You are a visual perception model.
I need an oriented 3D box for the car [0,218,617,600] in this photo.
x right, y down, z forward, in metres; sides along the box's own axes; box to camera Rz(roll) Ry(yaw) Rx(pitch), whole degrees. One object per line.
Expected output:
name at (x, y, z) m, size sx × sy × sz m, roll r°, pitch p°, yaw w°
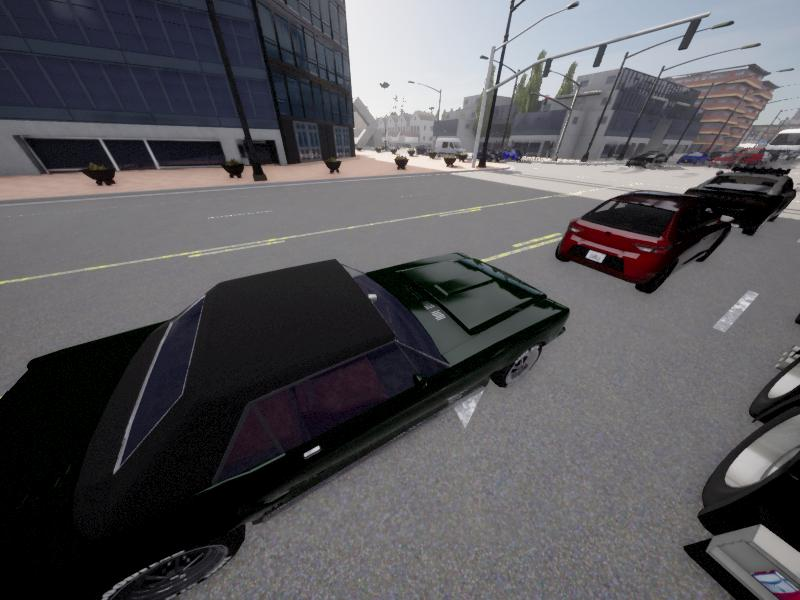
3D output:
car at (-0.486, 0.415, 2.264) m, size 4.718 × 1.301 × 1.895 m, roll -18°, pitch 39°, yaw -24°

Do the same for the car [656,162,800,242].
car at (11.381, -3.492, 7.708) m, size 5.238 × 1.638 × 1.930 m, roll -18°, pitch 39°, yaw -24°

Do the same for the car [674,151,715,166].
car at (39.480, -19.014, 30.983) m, size 5.008 × 1.535 × 1.882 m, roll -17°, pitch 38°, yaw -24°

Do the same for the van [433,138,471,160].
van at (7.758, -23.165, 35.290) m, size 1.988 × 2.561 × 5.915 m, roll -17°, pitch 38°, yaw -24°

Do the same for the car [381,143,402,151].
car at (-2.181, -39.223, 59.296) m, size 4.974 × 1.542 × 2.038 m, roll -18°, pitch 39°, yaw -26°

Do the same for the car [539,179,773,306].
car at (5.384, -1.535, 4.957) m, size 4.193 × 1.474 × 1.816 m, roll -18°, pitch 39°, yaw -24°

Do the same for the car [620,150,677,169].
car at (27.532, -15.595, 25.640) m, size 5.238 × 1.638 × 1.930 m, roll -13°, pitch 37°, yaw -20°

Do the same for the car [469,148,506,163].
car at (11.379, -18.976, 30.233) m, size 1.816 × 1.474 × 4.193 m, roll -17°, pitch 38°, yaw -24°

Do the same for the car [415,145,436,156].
car at (4.435, -26.085, 40.340) m, size 1.845 × 1.501 × 3.633 m, roll -17°, pitch 39°, yaw -25°

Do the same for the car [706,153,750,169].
car at (38.811, -16.469, 27.357) m, size 4.674 × 1.442 × 1.812 m, roll -17°, pitch 39°, yaw -24°

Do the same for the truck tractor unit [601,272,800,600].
truck tractor unit at (5.122, -0.289, 0.764) m, size 6.516 × 4.208 × 3.053 m, roll -18°, pitch 39°, yaw -24°

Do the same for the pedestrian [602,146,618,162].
pedestrian at (29.345, -20.457, 32.276) m, size 0.751 × 1.860 × 0.751 m, roll -18°, pitch 39°, yaw -26°

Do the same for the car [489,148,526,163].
car at (14.533, -19.797, 31.523) m, size 1.816 × 1.474 × 4.193 m, roll -17°, pitch 38°, yaw -25°

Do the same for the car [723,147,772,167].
car at (45.971, -18.956, 30.583) m, size 5.566 × 2.045 × 2.150 m, roll -17°, pitch 39°, yaw -24°

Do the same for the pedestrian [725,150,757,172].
pedestrian at (34.872, -14.270, 23.674) m, size 0.751 × 1.860 × 0.751 m, roll 10°, pitch 35°, yaw 12°

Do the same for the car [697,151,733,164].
car at (47.382, -21.474, 34.705) m, size 4.892 × 1.490 × 1.837 m, roll -18°, pitch 39°, yaw -24°

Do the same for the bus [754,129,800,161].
bus at (66.583, -26.516, 39.352) m, size 10.273 × 4.253 × 3.944 m, roll -18°, pitch 39°, yaw -23°
